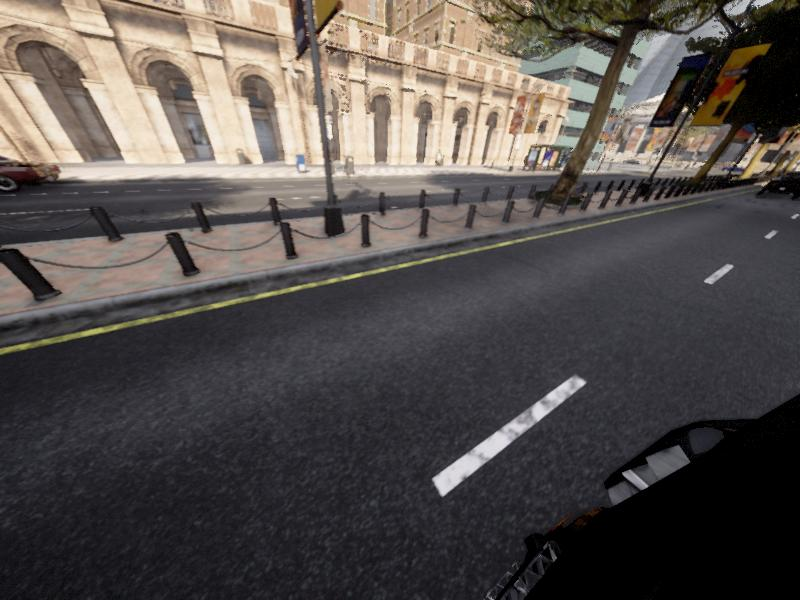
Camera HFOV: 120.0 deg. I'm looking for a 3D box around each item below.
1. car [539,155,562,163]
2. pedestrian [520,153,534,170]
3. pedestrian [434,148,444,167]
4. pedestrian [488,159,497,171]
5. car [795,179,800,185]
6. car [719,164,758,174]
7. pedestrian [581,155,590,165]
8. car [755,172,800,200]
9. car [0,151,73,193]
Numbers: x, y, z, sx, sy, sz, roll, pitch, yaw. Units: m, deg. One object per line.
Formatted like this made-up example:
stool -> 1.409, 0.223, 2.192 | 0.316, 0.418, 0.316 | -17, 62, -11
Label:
car -> 35.125, -32.925, 53.984 | 4.902, 1.511, 2.128 | -16, 38, -26
pedestrian -> 15.823, -17.279, 28.829 | 0.751, 1.860, 0.751 | -16, 38, -26
pedestrian -> 4.724, -17.304, 28.033 | 0.751, 1.860, 0.751 | -16, 38, -26
pedestrian -> 10.432, -15.274, 26.122 | 0.500, 1.100, 0.500 | -11, 36, -20
car -> 54.640, -15.919, 30.381 | 3.806, 1.475, 1.970 | -16, 38, -26
car -> 83.504, -32.313, 57.074 | 2.152, 1.651, 5.027 | -16, 38, -26
pedestrian -> 42.338, -32.001, 52.734 | 0.751, 1.860, 0.751 | 18, 37, 21
car -> 31.523, -9.338, 18.701 | 5.238, 1.638, 1.930 | -16, 38, -26
car -> -16.722, -4.823, 8.658 | 4.718, 1.301, 1.895 | -16, 38, -26
